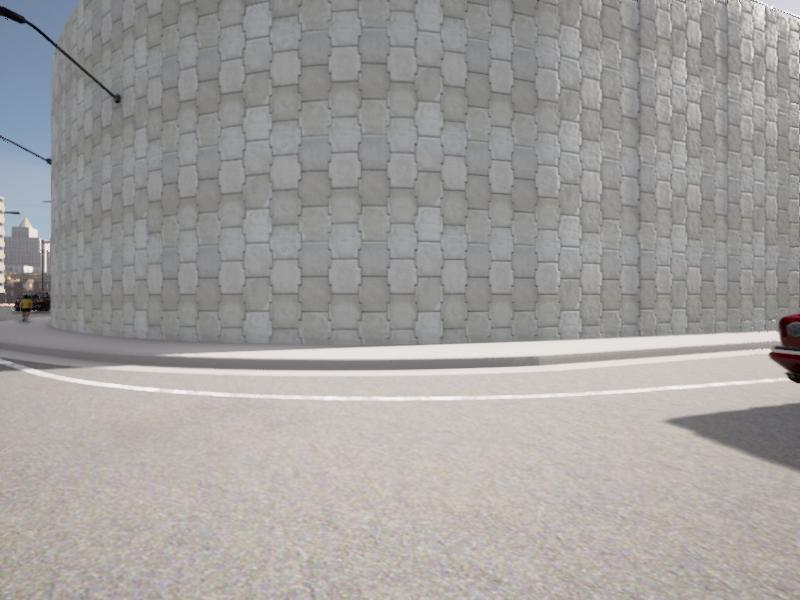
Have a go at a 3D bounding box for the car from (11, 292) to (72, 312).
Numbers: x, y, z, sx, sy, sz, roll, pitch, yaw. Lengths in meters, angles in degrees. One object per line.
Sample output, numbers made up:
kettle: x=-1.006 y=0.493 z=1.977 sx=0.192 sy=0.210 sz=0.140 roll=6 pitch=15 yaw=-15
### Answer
car: x=-31.461 y=0.181 z=35.278 sx=2.242 sy=1.667 sz=4.611 roll=0 pitch=0 yaw=-17

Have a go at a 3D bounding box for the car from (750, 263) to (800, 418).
car: x=5.785 y=0.342 z=3.411 sx=4.718 sy=1.301 sz=1.895 roll=0 pitch=0 yaw=-15

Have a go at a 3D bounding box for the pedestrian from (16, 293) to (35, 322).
pedestrian: x=-14.697 y=0.278 z=15.705 sx=0.500 sy=1.100 sz=0.500 roll=0 pitch=0 yaw=-39
